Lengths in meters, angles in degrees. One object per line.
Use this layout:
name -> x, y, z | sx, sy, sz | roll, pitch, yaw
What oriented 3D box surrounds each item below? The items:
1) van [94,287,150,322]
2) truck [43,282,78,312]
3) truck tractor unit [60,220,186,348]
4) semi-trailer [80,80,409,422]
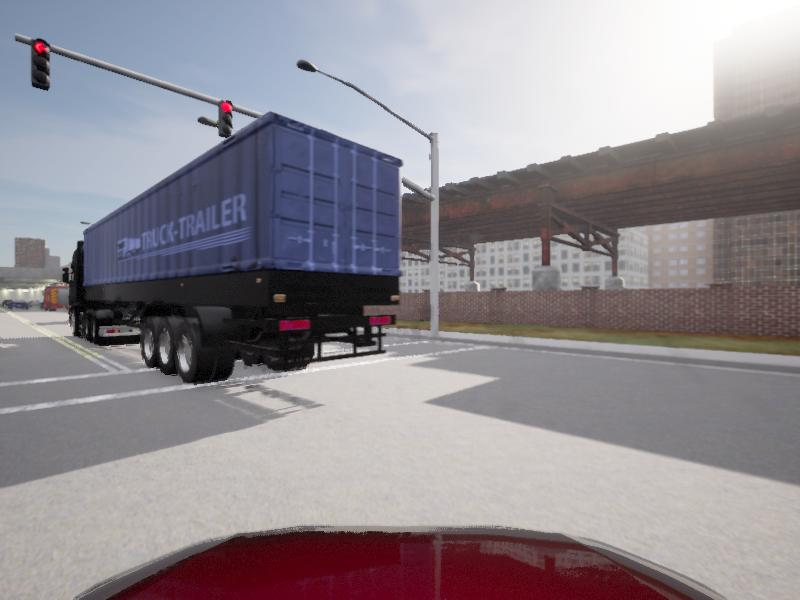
van -> -21.601, 0.326, 30.983 | 6.366, 2.431, 2.351 | 0, 0, 44
truck -> -47.258, -0.415, 55.634 | 8.468, 3.827, 2.891 | 0, 0, 44
truck tractor unit -> -11.629, -0.548, 16.548 | 6.516, 4.208, 3.053 | 0, 0, 44
semi-trailer -> -5.917, -0.636, 11.065 | 14.254, 4.402, 2.717 | 0, 0, 44
